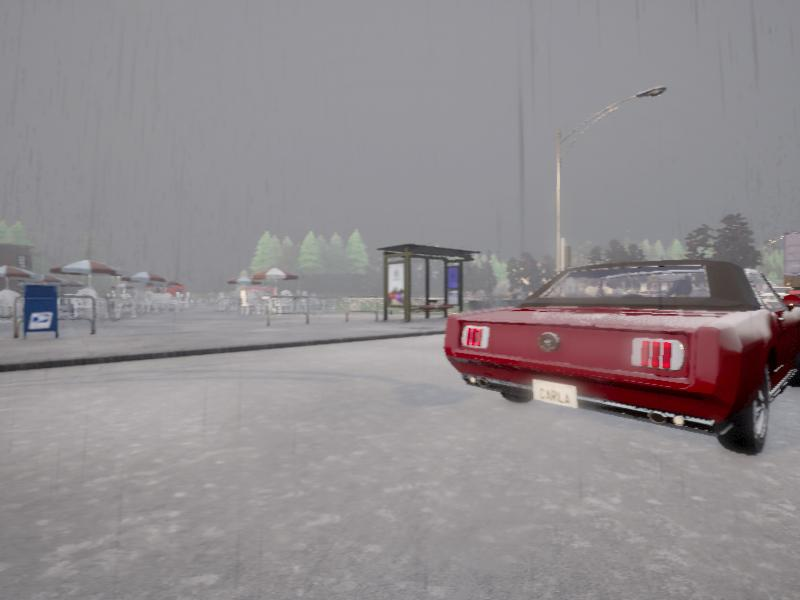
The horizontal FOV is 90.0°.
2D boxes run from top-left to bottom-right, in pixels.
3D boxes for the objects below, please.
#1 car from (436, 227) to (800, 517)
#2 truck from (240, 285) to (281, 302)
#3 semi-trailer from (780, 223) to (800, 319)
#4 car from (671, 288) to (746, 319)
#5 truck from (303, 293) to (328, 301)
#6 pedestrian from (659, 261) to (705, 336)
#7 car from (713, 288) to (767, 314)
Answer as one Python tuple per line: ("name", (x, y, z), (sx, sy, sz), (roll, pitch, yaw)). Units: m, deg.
("car", (2.702, 0.312, 4.050), (4.718, 1.301, 1.895), (0, 0, -41))
("truck", (-32.340, -1.478, 93.042), (8.468, 3.827, 2.891), (0, 0, -41))
("semi-trailer", (24.211, -1.356, 22.437), (14.254, 4.402, 2.717), (0, 0, -41))
("car", (16.082, 0.166, 20.745), (5.357, 1.411, 2.033), (0, 0, -41))
("truck", (-22.561, -0.693, 106.691), (6.274, 2.098, 2.390), (0, 0, -41))
("pedestrian", (7.346, -0.033, 10.442), (0.751, 1.860, 0.751), (0, 0, -32))
("car", (22.019, 0.070, 25.839), (4.514, 1.525, 2.007), (0, 0, -41))
